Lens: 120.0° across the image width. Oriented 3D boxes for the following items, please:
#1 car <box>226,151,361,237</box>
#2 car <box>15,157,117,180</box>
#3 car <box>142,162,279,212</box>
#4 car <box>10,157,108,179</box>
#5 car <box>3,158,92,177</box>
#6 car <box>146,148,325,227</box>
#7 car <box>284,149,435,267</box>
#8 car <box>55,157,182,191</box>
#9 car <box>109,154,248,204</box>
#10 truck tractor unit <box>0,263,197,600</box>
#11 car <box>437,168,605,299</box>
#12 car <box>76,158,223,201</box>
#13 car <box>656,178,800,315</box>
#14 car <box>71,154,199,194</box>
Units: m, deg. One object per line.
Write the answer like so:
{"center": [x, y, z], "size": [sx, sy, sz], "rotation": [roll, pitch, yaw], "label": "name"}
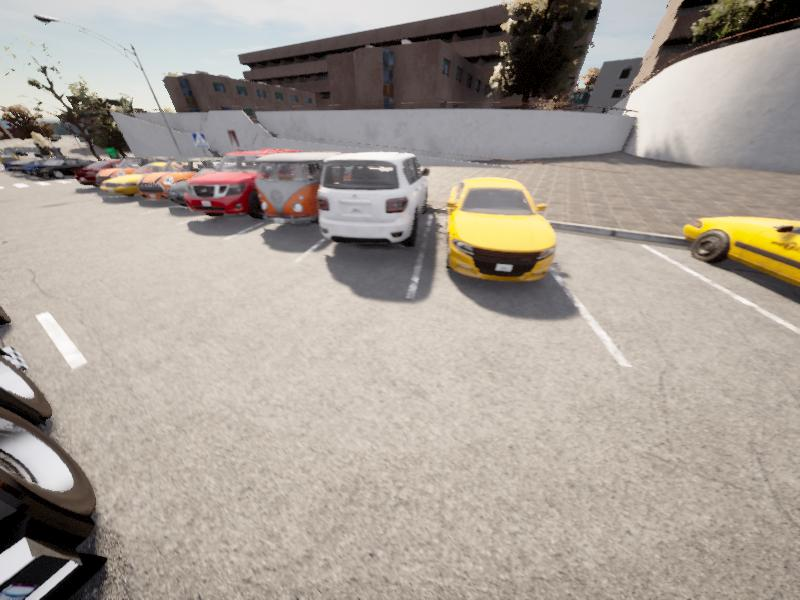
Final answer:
{"center": [-3.015, -3.930, 7.982], "size": [1.878, 1.987, 4.442], "rotation": [6, 34, 8], "label": "car"}
{"center": [-31.337, -12.596, 22.013], "size": [2.097, 1.535, 5.008], "rotation": [5, 34, 9], "label": "car"}
{"center": [-8.150, -5.418, 10.708], "size": [2.002, 1.452, 4.674], "rotation": [5, 34, 8], "label": "car"}
{"center": [-33.899, -13.365, 23.286], "size": [2.097, 1.535, 5.008], "rotation": [5, 34, 9], "label": "car"}
{"center": [-39.005, -14.900, 25.844], "size": [2.231, 1.521, 4.892], "rotation": [5, 34, 10], "label": "car"}
{"center": [-5.574, -4.822, 9.277], "size": [2.435, 2.045, 5.566], "rotation": [6, 34, 8], "label": "car"}
{"center": [-0.417, -3.203, 6.849], "size": [2.435, 2.045, 5.566], "rotation": [5, 34, 9], "label": "car"}
{"center": [-18.465, -8.671, 15.681], "size": [2.097, 1.535, 5.008], "rotation": [5, 34, 9], "label": "car"}
{"center": [-10.724, -6.384, 11.885], "size": [2.185, 1.767, 4.553], "rotation": [5, 34, 9], "label": "car"}
{"center": [-5.117, -0.291, 0.797], "size": [6.516, 4.208, 3.053], "rotation": [18, 39, 25], "label": "truck tractor unit"}
{"center": [2.164, -2.146, 5.738], "size": [2.097, 1.535, 5.008], "rotation": [6, 35, 8], "label": "car"}
{"center": [-13.332, -6.972, 13.023], "size": [1.946, 1.575, 5.366], "rotation": [5, 34, 8], "label": "car"}
{"center": [7.347, -0.573, 3.427], "size": [1.946, 1.575, 5.366], "rotation": [6, 35, 8], "label": "car"}
{"center": [-15.877, -7.998, 14.387], "size": [2.185, 1.767, 4.553], "rotation": [5, 34, 9], "label": "car"}
